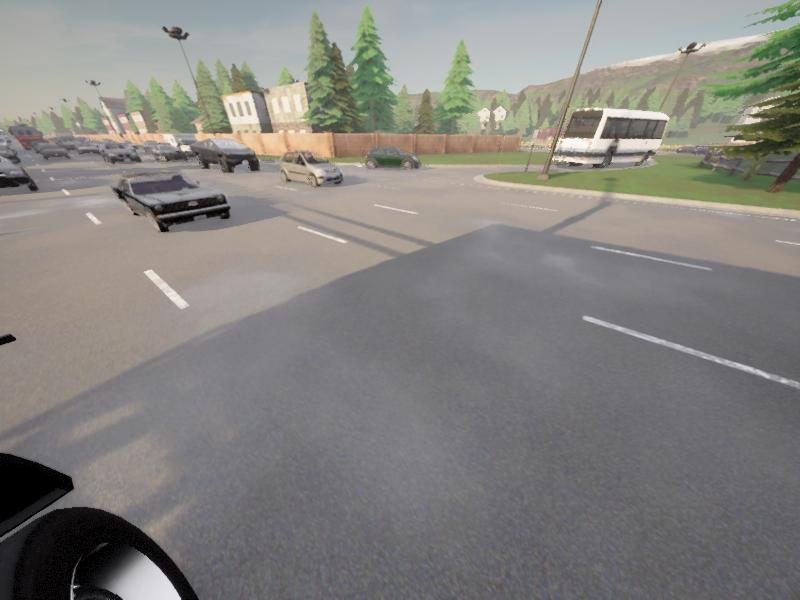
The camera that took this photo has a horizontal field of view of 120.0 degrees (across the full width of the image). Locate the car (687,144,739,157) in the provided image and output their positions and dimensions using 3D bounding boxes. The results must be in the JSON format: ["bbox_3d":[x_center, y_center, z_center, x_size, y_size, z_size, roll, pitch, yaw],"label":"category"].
[{"bbox_3d":[52.398,-25.256,38.869,4.611,1.667,2.242,23,41,29],"label":"car"}]

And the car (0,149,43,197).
[{"bbox_3d":[-19.892,-6.206,11.144,5.027,1.651,2.152,23,41,29],"label":"car"}]

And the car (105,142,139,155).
[{"bbox_3d":[-41.624,-22.696,34.563,5.357,1.411,2.033,23,41,28],"label":"car"}]

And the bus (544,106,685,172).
[{"bbox_3d":[19.536,-14.789,21.372,10.273,4.253,3.944,-13,39,-19],"label":"bus"}]

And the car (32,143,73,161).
[{"bbox_3d":[-39.269,-16.775,26.093,4.892,1.490,1.837,23,41,29],"label":"car"}]

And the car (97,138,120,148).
[{"bbox_3d":[-65.731,-35.468,52.145,4.553,1.767,2.097,23,41,28],"label":"car"}]

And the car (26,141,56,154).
[{"bbox_3d":[-54.048,-23.012,34.754,3.633,1.501,1.845,23,41,28],"label":"car"}]

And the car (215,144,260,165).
[{"bbox_3d":[-16.285,-14.629,23.143,3.988,1.617,1.851,23,41,29],"label":"car"}]

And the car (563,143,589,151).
[{"bbox_3d":[38.507,-33.553,50.654,4.181,1.385,1.994,23,41,29],"label":"car"}]

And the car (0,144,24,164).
[{"bbox_3d":[-40.299,-14.717,23.173,4.792,1.488,2.163,23,41,28],"label":"car"}]

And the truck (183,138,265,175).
[{"bbox_3d":[-13.682,-11.252,17.945,6.274,2.098,2.390,23,41,28],"label":"truck"}]

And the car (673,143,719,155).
[{"bbox_3d":[53.381,-27.332,41.823,4.611,1.667,2.242,23,41,29],"label":"car"}]

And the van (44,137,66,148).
[{"bbox_3d":[-78.055,-35.752,52.270,4.442,1.987,1.775,23,41,28],"label":"van"}]

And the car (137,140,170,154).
[{"bbox_3d":[-38.840,-24.116,36.387,5.238,1.638,1.930,23,41,28],"label":"car"}]

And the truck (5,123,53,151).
[{"bbox_3d":[-66.989,-29.371,41.705,8.468,3.827,2.891,23,41,28],"label":"truck"}]

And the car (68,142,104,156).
[{"bbox_3d":[-44.533,-21.431,32.743,5.357,1.411,2.033,23,41,28],"label":"car"}]

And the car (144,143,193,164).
[{"bbox_3d":[-24.535,-15.623,24.453,5.238,1.638,1.930,23,41,28],"label":"car"}]

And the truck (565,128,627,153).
[{"bbox_3d":[38.802,-31.942,46.250,8.468,3.827,2.891,23,41,29],"label":"truck"}]

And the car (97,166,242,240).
[{"bbox_3d":[-7.517,-3.362,7.494,4.718,1.301,1.895,23,41,28],"label":"car"}]

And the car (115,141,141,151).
[{"bbox_3d":[-52.089,-29.583,44.236,5.357,1.411,2.033,23,41,28],"label":"car"}]

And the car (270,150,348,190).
[{"bbox_3d":[-5.146,-7.464,13.068,3.988,1.617,1.851,23,41,28],"label":"car"}]

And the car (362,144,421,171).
[{"bbox_3d":[-0.615,-11.915,19.259,4.553,1.767,2.097,5,35,7],"label":"car"}]

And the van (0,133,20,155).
[{"bbox_3d":[-57.295,-22.244,32.883,6.366,2.431,2.351,23,41,28],"label":"van"}]

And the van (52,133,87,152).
[{"bbox_3d":[-55.889,-26.685,39.072,5.915,2.561,1.988,23,41,28],"label":"van"}]

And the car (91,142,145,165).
[{"bbox_3d":[-27.957,-14.584,22.924,4.611,1.667,2.242,23,41,28],"label":"car"}]

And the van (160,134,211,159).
[{"bbox_3d":[-27.185,-19.542,29.311,6.366,2.431,2.351,23,41,28],"label":"van"}]
